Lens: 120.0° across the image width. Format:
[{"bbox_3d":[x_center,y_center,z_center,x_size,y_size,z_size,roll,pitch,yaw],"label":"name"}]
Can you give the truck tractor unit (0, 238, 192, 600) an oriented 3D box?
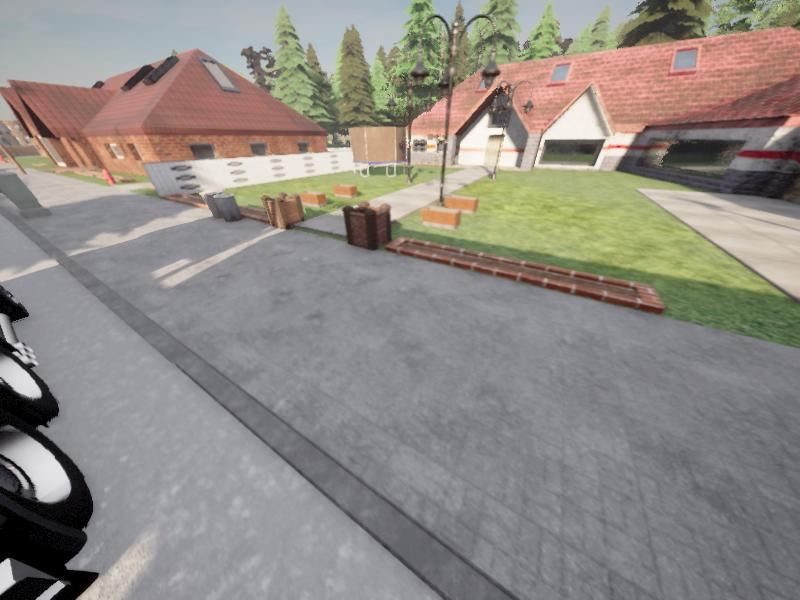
[{"bbox_3d":[-5.069,-0.340,0.839,6.516,4.208,3.053,20,40,26],"label":"truck tractor unit"}]
